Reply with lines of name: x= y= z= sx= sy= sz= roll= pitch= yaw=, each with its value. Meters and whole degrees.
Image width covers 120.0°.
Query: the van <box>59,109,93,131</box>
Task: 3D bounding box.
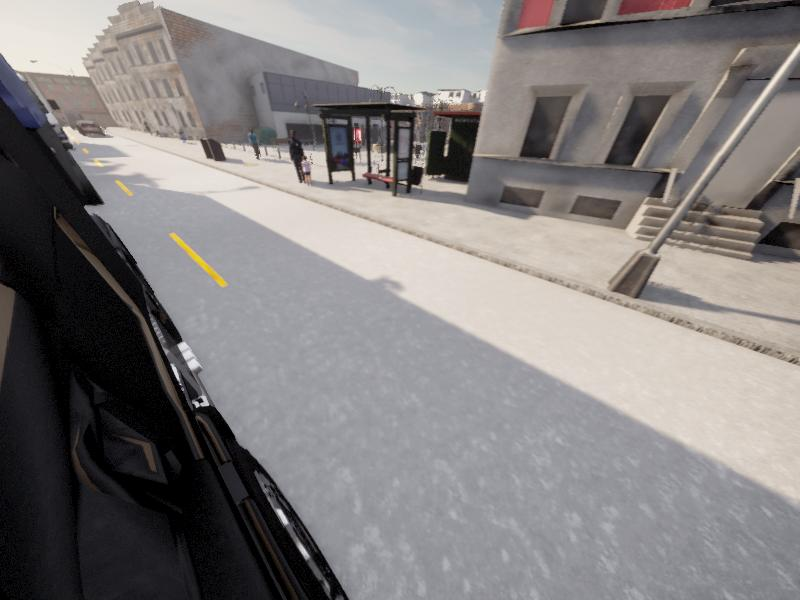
van: x=-52.352 y=-29.046 z=37.301 sx=5.915 sy=2.561 sz=1.988 roll=28 pitch=43 yaw=30

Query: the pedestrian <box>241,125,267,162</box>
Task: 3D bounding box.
pedestrian: x=-9.305 y=-9.986 z=14.766 sx=0.751 sy=1.860 sz=0.751 roll=-26 pitch=45 yaw=-33

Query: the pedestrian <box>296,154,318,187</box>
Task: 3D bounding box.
pedestrian: x=-3.779 y=-5.260 z=9.393 sx=0.500 sy=1.100 sz=0.500 roll=-21 pitch=43 yaw=-29

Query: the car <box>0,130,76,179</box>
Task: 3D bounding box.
car: x=-17.084 y=-6.791 z=10.556 sx=5.357 sy=1.411 sz=2.033 roll=28 pitch=43 yaw=30

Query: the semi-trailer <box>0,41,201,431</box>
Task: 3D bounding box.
semi-trailer: x=-8.696 y=-3.594 z=4.248 sx=14.254 sy=4.402 sz=2.717 roll=28 pitch=43 yaw=30

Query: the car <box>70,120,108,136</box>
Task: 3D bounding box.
car: x=-38.996 y=-21.542 z=28.942 sx=4.792 sy=1.488 sz=2.163 roll=28 pitch=43 yaw=30

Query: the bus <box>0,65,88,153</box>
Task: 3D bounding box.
bus: x=-27.659 y=-13.669 z=16.739 sx=10.273 sy=4.253 sz=3.944 roll=28 pitch=43 yaw=30

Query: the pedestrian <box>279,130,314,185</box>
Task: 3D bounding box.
pedestrian: x=-4.193 y=-5.854 z=9.527 sx=0.751 sy=1.860 sz=0.751 roll=1 pitch=37 yaw=-3

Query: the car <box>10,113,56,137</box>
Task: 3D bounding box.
car: x=-39.577 y=-18.914 z=25.011 sx=3.866 sy=1.878 sz=1.905 roll=28 pitch=44 yaw=29

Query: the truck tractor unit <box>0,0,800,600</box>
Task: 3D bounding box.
truck tractor unit: x=-2.645 y=-0.295 z=0.352 sx=6.516 sy=4.208 sz=3.053 roll=28 pitch=44 yaw=30
